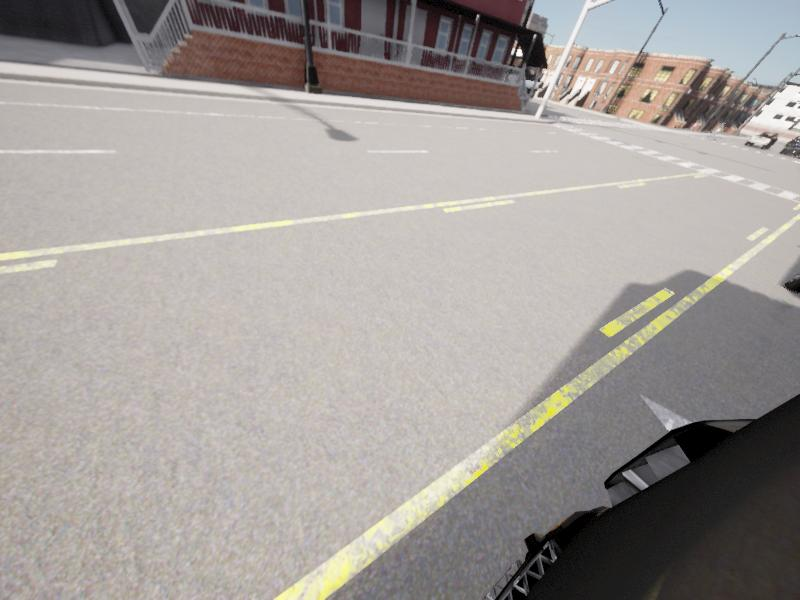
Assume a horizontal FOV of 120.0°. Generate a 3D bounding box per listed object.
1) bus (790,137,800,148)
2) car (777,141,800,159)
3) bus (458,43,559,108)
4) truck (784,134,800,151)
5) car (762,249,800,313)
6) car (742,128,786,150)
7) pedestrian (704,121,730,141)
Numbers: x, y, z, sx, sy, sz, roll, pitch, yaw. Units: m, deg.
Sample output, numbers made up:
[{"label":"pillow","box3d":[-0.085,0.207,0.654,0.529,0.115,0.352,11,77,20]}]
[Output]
[{"label":"bus","box3d":[95.350,-34.926,50.723,3.944,4.253,10.273,17,46,6]},{"label":"car","box3d":[50.242,-18.904,29.119,4.181,1.385,1.994,-17,52,-25]},{"label":"bus","box3d":[12.293,-27.277,27.936,3.944,4.253,10.273,-17,52,-25]},{"label":"truck","box3d":[77.829,-30.672,44.914,6.274,2.098,2.390,-23,55,-28]},{"label":"car","box3d":[9.085,-0.522,3.937,4.792,1.488,2.163,-17,52,-25]},{"label":"car","box3d":[48.787,-21.518,30.967,4.605,1.855,1.932,-17,52,-25]},{"label":"pedestrian","box3d":[38.527,-20.522,28.082,0.751,1.860,0.751,-22,54,-28]}]
